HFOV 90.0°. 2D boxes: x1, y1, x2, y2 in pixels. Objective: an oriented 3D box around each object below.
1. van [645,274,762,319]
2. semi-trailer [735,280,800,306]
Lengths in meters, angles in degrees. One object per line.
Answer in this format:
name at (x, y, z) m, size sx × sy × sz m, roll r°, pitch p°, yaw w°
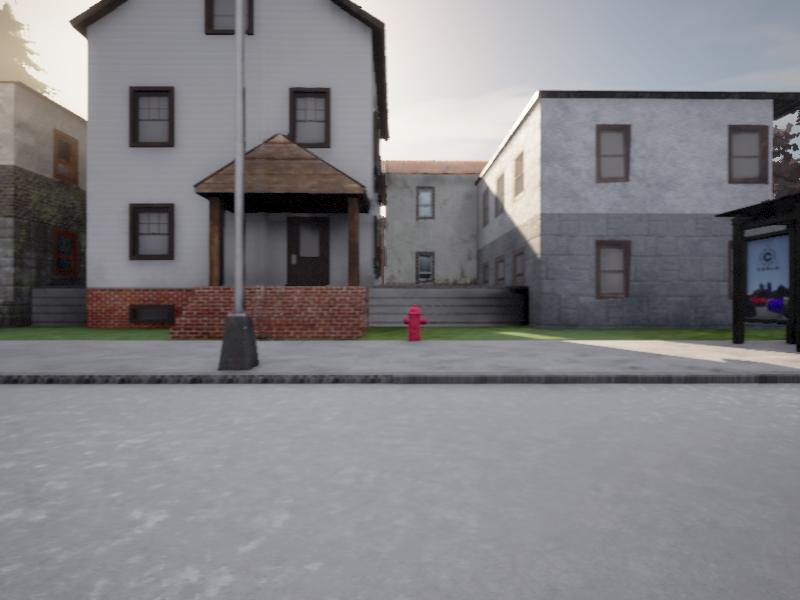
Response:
van at (18.286, -0.203, 24.740) m, size 2.351 × 2.431 × 6.366 m, roll 0°, pitch 0°, yaw -1°
semi-trailer at (67.363, -1.143, 71.509) m, size 2.717 × 4.402 × 14.254 m, roll 0°, pitch 0°, yaw -1°
